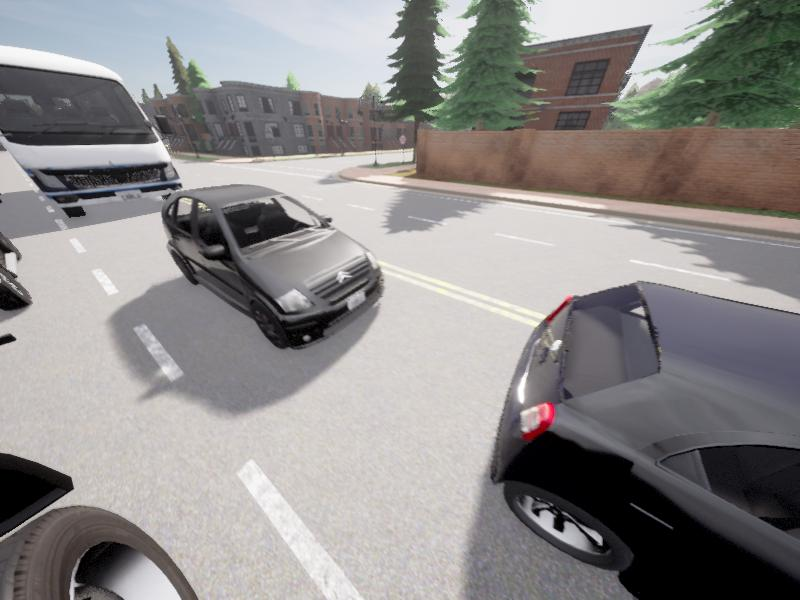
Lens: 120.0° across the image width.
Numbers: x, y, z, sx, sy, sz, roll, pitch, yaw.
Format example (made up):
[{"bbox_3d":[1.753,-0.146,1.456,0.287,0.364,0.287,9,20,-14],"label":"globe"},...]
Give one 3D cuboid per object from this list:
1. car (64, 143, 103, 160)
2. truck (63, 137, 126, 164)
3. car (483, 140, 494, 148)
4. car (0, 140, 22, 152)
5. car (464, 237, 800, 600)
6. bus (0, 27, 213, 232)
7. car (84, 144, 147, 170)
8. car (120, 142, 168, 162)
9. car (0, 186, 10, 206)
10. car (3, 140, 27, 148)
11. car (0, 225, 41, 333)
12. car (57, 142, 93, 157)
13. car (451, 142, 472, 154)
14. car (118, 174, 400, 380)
[{"bbox_3d":[-37.262,-17.536,27.177,4.193,1.474,1.816,22,41,28],"label":"car"},{"bbox_3d":[-31.116,-15.292,23.507,6.274,2.098,2.390,22,41,28],"label":"truck"},{"bbox_3d":[23.161,-40.608,60.208,2.033,1.649,4.856,14,37,18],"label":"car"},{"bbox_3d":[-62.449,-23.755,35.698,1.845,1.501,3.633,-1,35,-2],"label":"car"},{"bbox_3d":[2.501,1.077,1.077,3.633,1.501,1.845,22,41,28],"label":"car"},{"bbox_3d":[-12.856,-6.372,9.143,10.273,4.253,3.944,23,41,27],"label":"bus"},{"bbox_3d":[-24.400,-12.366,19.827,5.027,1.651,2.152,22,41,28],"label":"car"},{"bbox_3d":[-28.284,-16.406,25.523,5.027,1.651,2.152,22,41,28],"label":"car"},{"bbox_3d":[-17.270,-4.505,8.821,3.633,1.501,1.845,22,41,28],"label":"car"},{"bbox_3d":[-80.082,-32.467,48.038,5.357,1.411,2.033,22,41,28],"label":"car"},{"bbox_3d":[-7.761,-0.780,3.321,4.605,1.855,1.932,22,41,28],"label":"car"},{"bbox_3d":[-42.304,-19.587,30.042,4.193,1.474,1.816,22,41,28],"label":"car"},{"bbox_3d":[10.969,-26.984,40.903,1.837,1.490,4.892,21,40,27],"label":"car"},{"bbox_3d":[-2.171,-0.854,3.709,3.988,1.617,1.851,22,41,28],"label":"car"}]
